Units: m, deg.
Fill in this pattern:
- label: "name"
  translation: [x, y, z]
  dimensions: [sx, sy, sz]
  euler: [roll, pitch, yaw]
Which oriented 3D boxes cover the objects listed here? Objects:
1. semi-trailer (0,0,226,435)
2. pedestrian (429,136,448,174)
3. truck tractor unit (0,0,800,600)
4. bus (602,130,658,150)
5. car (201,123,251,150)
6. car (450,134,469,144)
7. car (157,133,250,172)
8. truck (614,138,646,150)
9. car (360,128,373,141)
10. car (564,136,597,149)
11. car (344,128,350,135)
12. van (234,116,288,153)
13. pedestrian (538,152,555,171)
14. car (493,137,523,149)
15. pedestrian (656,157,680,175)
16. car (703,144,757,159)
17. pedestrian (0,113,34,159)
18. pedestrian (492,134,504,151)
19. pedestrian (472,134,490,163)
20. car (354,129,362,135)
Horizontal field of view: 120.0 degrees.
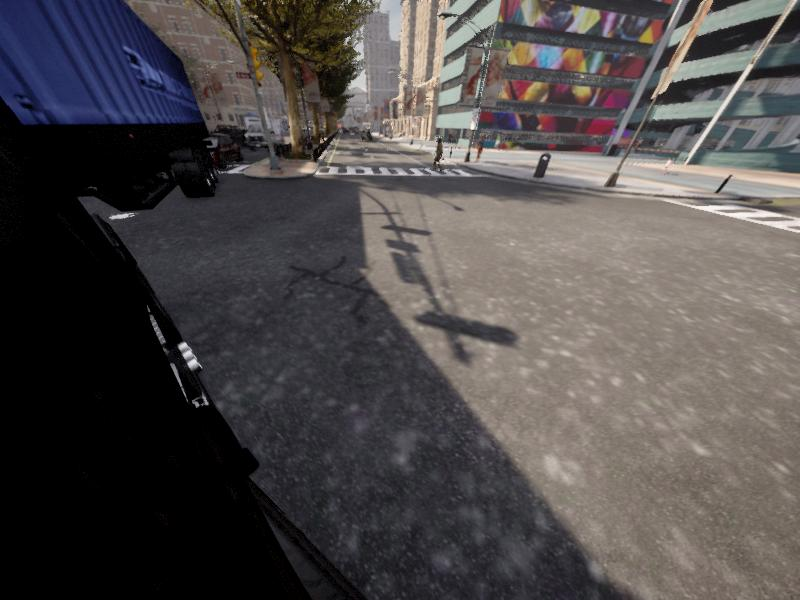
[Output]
- label: "semi-trailer"
  translation: [-6.961, -4.393, 5.413]
  dimensions: [2.717, 4.402, 14.254]
  euler: [-17, 41, -23]
- label: "pedestrian"
  translation: [2.333, -8.859, 14.140]
  dimensions: [0.751, 1.860, 0.751]
  euler: [-2, 37, -6]
- label: "truck tractor unit"
  translation: [-2.645, -0.295, 0.351]
  dimensions: [6.516, 4.208, 3.053]
  euler: [28, 44, 30]
- label: "bus"
  translation: [64.496, -45.330, 65.292]
  dimensions: [3.944, 4.253, 10.273]
  euler: [-5, 37, -10]
- label: "car"
  translation: [-16.404, -15.678, 22.094]
  dimensions: [1.932, 1.855, 4.605]
  euler: [-5, 37, -10]
- label: "car"
  translation: [12.390, -33.746, 48.455]
  dimensions: [2.161, 1.482, 4.786]
  euler: [-5, 37, -10]
- label: "car"
  translation: [-10.820, -8.615, 13.303]
  dimensions: [2.163, 1.488, 4.792]
  euler: [-5, 37, -11]
- label: "truck"
  translation: [61.674, -41.943, 62.052]
  dimensions: [2.627, 2.467, 5.204]
  euler: [-5, 37, -10]
- label: "car"
  translation: [-6.571, -32.295, 45.080]
  dimensions: [1.932, 1.855, 4.605]
  euler: [-5, 37, -10]
- label: "car"
  translation: [41.860, -36.765, 53.813]
  dimensions: [2.435, 2.045, 5.566]
  euler: [-5, 37, -10]
- label: "car"
  translation: [-16.724, -53.012, 72.570]
  dimensions: [1.837, 1.490, 4.892]
  euler: [-5, 37, -10]
- label: "van"
  translation: [-12.851, -15.806, 22.041]
  dimensions: [2.351, 2.431, 6.366]
  euler: [-5, 37, -10]
- label: "pedestrian"
  translation: [10.340, -9.791, 16.304]
  dimensions: [0.500, 1.100, 0.500]
  euler: [2, 37, -2]
- label: "car"
  translation: [18.623, -27.252, 40.071]
  dimensions: [2.128, 1.511, 4.902]
  euler: [-5, 37, -10]
- label: "pedestrian"
  translation: [19.869, -9.954, 17.151]
  dimensions: [0.500, 1.100, 0.500]
  euler: [0, 37, -4]
- label: "car"
  translation: [65.587, -29.606, 46.092]
  dimensions: [2.150, 2.045, 5.566]
  euler: [-5, 37, -10]
- label: "pedestrian"
  translation: [-19.595, -8.046, 11.345]
  dimensions: [0.751, 1.860, 0.751]
  euler: [-18, 41, -26]
- label: "pedestrian"
  translation: [13.765, -22.128, 32.474]
  dimensions: [0.751, 1.860, 0.751]
  euler: [-15, 40, -23]
- label: "pedestrian"
  translation: [6.532, -12.265, 18.740]
  dimensions: [0.751, 1.860, 0.751]
  euler: [2, 37, -1]
- label: "car"
  translation: [-13.422, -53.662, 73.755]
  dimensions: [1.970, 1.475, 3.806]
  euler: [-5, 37, -10]
